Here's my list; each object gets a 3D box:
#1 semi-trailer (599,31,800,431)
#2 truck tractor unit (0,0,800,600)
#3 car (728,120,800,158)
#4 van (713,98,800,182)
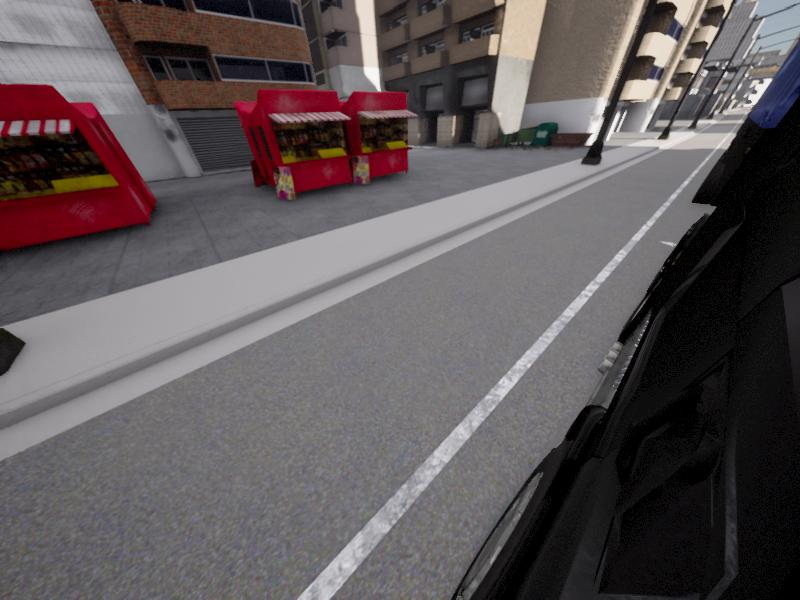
[{"bbox_3d":[8.636,-3.658,4.271,14.254,4.402,2.717,-29,44,-30],"label":"semi-trailer"},{"bbox_3d":[2.645,-0.295,0.351,6.516,4.208,3.053,-28,44,-30],"label":"truck tractor unit"},{"bbox_3d":[22.330,-9.873,14.064,4.902,1.511,2.128,-28,44,-30],"label":"car"},{"bbox_3d":[16.405,-7.035,9.918,6.366,2.431,2.351,-29,44,-30],"label":"van"}]
